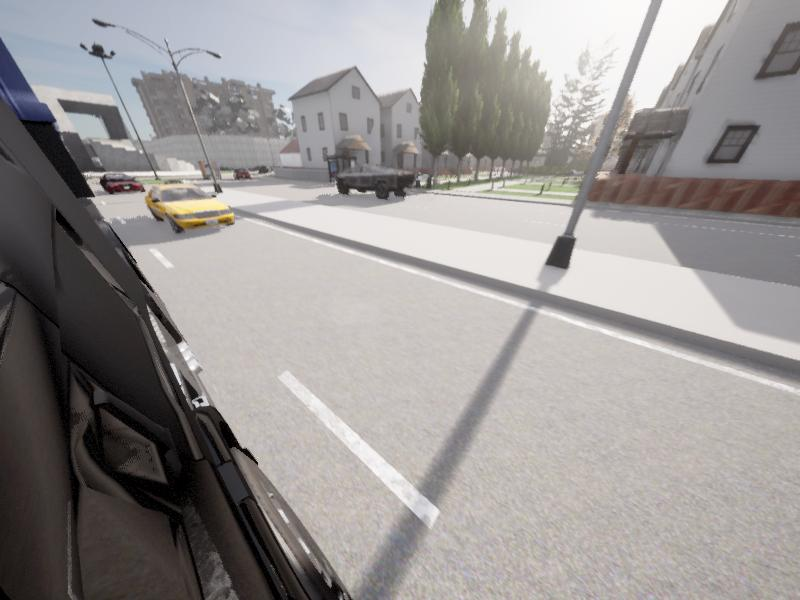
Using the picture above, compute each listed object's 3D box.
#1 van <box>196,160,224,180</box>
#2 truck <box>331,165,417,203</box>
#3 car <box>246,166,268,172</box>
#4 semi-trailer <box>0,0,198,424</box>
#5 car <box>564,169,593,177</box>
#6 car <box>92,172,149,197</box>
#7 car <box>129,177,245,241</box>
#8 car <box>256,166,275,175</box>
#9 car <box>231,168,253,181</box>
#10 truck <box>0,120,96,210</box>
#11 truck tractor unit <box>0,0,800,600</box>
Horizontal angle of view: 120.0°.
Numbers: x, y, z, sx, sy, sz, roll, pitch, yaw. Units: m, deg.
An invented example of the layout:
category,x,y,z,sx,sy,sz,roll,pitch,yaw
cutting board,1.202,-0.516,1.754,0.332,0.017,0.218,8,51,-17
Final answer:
category,x,y,z,sx,sy,sz,roll,pitch,yaw
van,-28.092,-19.360,34.335,2.351,2.431,6.366,-18,35,-29
truck,-2.021,-8.825,17.222,6.274,2.098,2.390,22,37,32
car,-40.407,-37.204,65.416,4.674,1.442,1.812,-24,39,-35
semi-trailer,-8.857,-2.976,4.707,14.254,4.402,2.717,20,36,34
car,42.140,-30.101,54.685,4.974,1.542,2.038,1,30,1
car,-21.845,-9.107,18.063,4.181,1.385,1.994,21,36,31
car,-8.480,-3.806,9.085,5.366,1.575,1.801,22,37,32
car,-29.437,-28.535,50.681,1.930,1.638,5.238,-6,31,-11
car,-23.210,-18.459,33.831,1.816,1.474,4.193,-21,37,-32
truck,-22.348,-8.145,13.995,8.468,3.827,2.891,22,36,31
truck tractor unit,-2.645,-0.295,0.351,6.516,4.208,3.053,28,44,30
